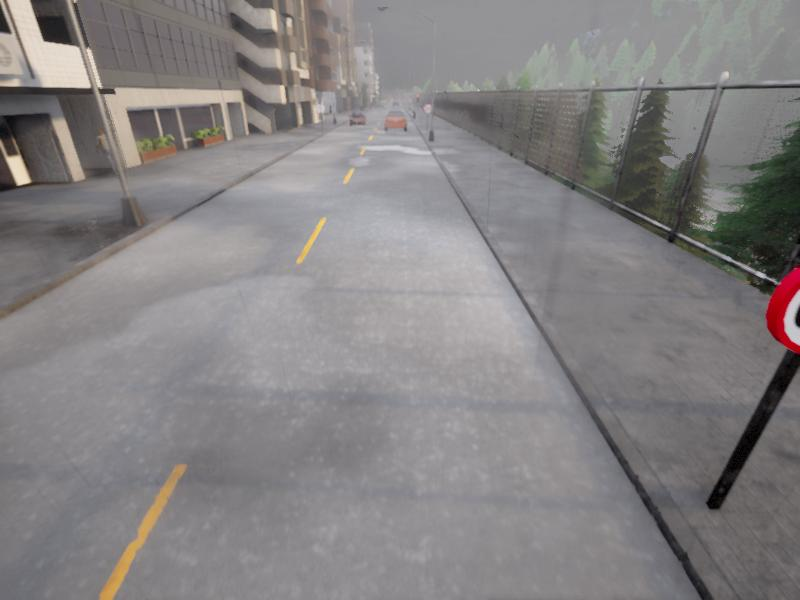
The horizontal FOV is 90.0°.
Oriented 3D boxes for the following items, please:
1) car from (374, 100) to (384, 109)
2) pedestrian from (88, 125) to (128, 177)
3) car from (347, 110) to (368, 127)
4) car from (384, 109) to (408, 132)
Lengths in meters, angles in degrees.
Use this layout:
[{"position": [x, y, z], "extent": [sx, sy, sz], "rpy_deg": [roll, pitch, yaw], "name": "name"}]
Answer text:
[{"position": [-4.971, -46.453, 95.013], "extent": [2.097, 1.767, 4.553], "rpy_deg": [0, 27, 0], "name": "car"}, {"position": [-11.700, -5.986, 16.042], "extent": [0.751, 1.860, 0.751], "rpy_deg": [-20, 33, -34], "name": "pedestrian"}, {"position": [-4.443, -19.273, 42.437], "extent": [1.845, 1.501, 3.633], "rpy_deg": [0, 27, 0], "name": "car"}, {"position": [-0.400, -17.003, 37.733], "extent": [2.097, 1.767, 4.553], "rpy_deg": [0, 27, 0], "name": "car"}]
